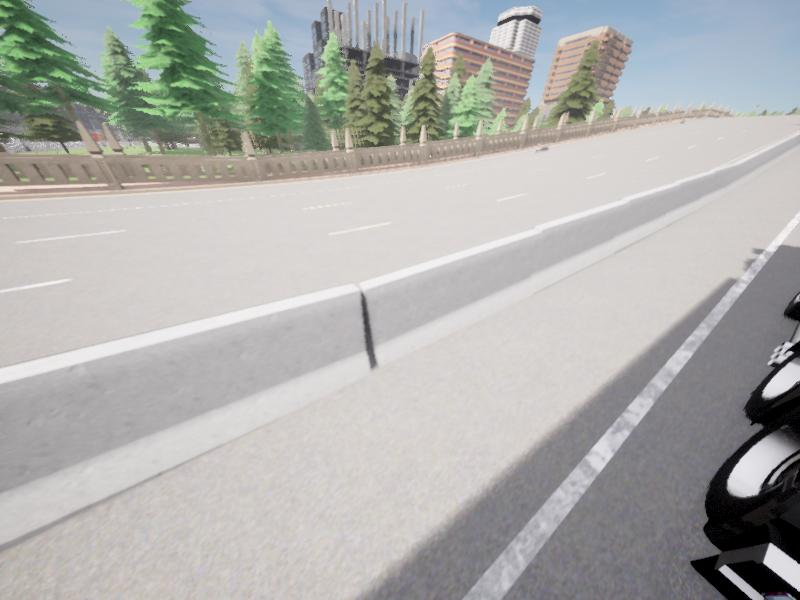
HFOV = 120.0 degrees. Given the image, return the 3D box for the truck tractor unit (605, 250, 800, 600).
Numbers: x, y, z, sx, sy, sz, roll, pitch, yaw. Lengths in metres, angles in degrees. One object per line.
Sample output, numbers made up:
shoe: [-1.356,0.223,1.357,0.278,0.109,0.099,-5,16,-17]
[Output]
truck tractor unit: [5.065,-0.349,0.800,6.516,4.208,3.053,-20,39,-25]

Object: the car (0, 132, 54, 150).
car: [-58.982,-25.238,36.688,2.150,2.045,5.566,-16,38,-26]

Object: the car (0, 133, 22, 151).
car: [-54.878,-21.169,30.847,2.150,2.045,5.566,-16,38,-26]
